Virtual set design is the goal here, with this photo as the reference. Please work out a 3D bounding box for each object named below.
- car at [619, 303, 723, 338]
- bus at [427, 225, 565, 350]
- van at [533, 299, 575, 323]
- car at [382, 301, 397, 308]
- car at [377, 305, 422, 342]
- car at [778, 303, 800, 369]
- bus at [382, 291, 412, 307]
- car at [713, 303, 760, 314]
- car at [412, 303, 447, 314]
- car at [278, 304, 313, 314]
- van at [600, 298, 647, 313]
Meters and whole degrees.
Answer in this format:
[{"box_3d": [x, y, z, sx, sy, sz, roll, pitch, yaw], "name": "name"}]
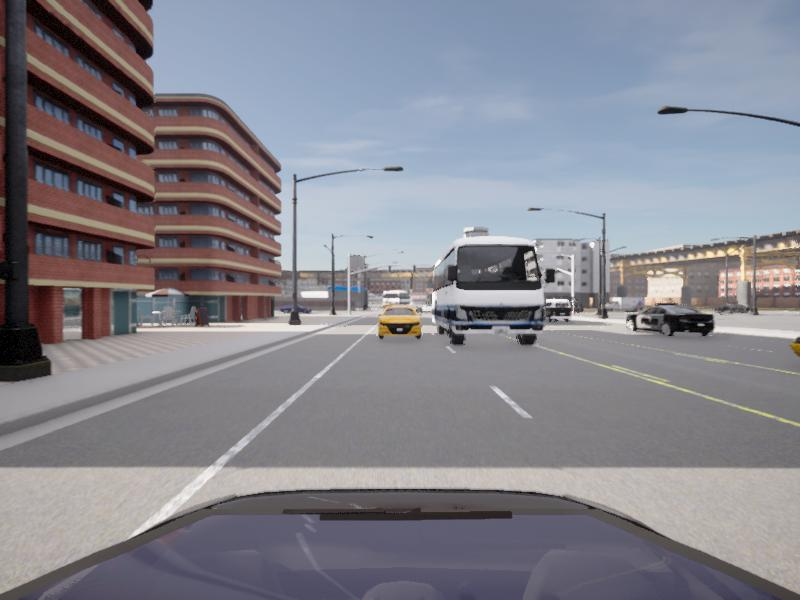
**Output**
[{"box_3d": [13.984, 0.985, 21.170, 1.930, 1.638, 5.238, 0, -1, 0], "name": "car"}, {"box_3d": [3.607, -0.350, 18.714, 3.944, 4.253, 10.273, 0, -1, 0], "name": "bus"}, {"box_3d": [13.970, 0.970, 36.537, 2.069, 2.038, 4.480, 0, 0, 0], "name": "van"}, {"box_3d": [-2.655, 1.098, 101.398, 1.801, 1.575, 5.366, 0, 0, -23], "name": "car"}, {"box_3d": [-0.013, 1.013, 19.227, 1.882, 1.535, 5.008, 0, -1, 0], "name": "car"}, {"box_3d": [10.498, 0.848, 7.480, 1.801, 1.575, 5.366, 0, -1, 0], "name": "car"}, {"box_3d": [-0.866, -0.285, 106.022, 3.944, 4.253, 10.273, 0, 0, -26], "name": "bus"}, {"box_3d": [51.501, 1.264, 61.319, 5.238, 1.638, 1.930, 0, 0, 9], "name": "car"}, {"box_3d": [4.476, 1.286, 61.347, 4.974, 1.542, 2.038, 0, 1, 32], "name": "car"}, {"box_3d": [-15.660, 1.368, 60.109, 4.674, 1.442, 1.812, 0, 0, -3], "name": "car"}, {"box_3d": [36.082, 0.851, 64.755, 6.366, 2.431, 2.351, 0, 0, -1], "name": "van"}]
